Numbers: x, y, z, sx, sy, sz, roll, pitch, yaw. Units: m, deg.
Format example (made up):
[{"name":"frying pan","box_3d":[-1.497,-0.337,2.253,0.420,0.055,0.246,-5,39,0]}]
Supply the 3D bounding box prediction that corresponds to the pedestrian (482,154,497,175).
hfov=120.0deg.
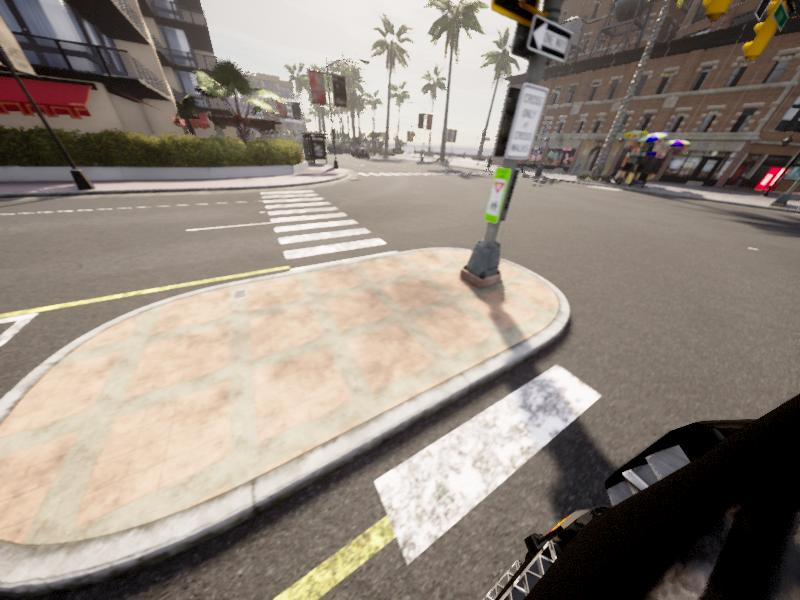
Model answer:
[{"name":"pedestrian","box_3d":[9.755,-14.804,25.234,0.751,1.860,0.751,-15,38,-25]}]

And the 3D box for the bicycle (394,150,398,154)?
[{"name":"bicycle","box_3d":[-1.094,-44.022,68.733,0.373,1.024,1.643,-16,38,-26]}]

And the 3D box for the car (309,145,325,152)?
[{"name":"car","box_3d":[-21.884,-39.970,60.890,4.181,1.385,1.994,30,42,34]}]

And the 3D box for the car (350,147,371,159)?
[{"name":"car","box_3d":[-7.440,-27.460,43.041,2.242,1.667,4.611,-16,38,-26]}]

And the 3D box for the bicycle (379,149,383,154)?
[{"name":"bicycle","box_3d":[-5.432,-42.776,66.512,0.373,1.024,1.643,-16,38,-26]}]

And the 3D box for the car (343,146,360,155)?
[{"name":"car","box_3d":[-11.384,-35.063,54.173,2.152,1.651,5.027,-18,39,-28]}]

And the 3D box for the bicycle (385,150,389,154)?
[{"name":"bicycle","box_3d":[-3.696,-43.275,67.401,0.373,1.024,1.643,-16,38,-26]}]

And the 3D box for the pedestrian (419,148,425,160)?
[{"name":"pedestrian","box_3d":[4.151,-27.883,44.127,0.751,1.860,0.751,-21,41,-32]}]

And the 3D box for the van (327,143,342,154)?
[{"name":"van","box_3d":[-15.234,-35.081,53.558,1.775,1.987,4.442,-18,39,-28]}]

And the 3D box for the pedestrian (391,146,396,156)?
[{"name":"pedestrian","box_3d":[-1.538,-35.538,55.149,0.751,1.860,0.751,-12,37,-22]}]

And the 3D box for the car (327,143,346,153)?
[{"name":"car","box_3d":[-16.448,-39.488,60.023,2.150,2.045,5.566,-24,42,-35]}]
